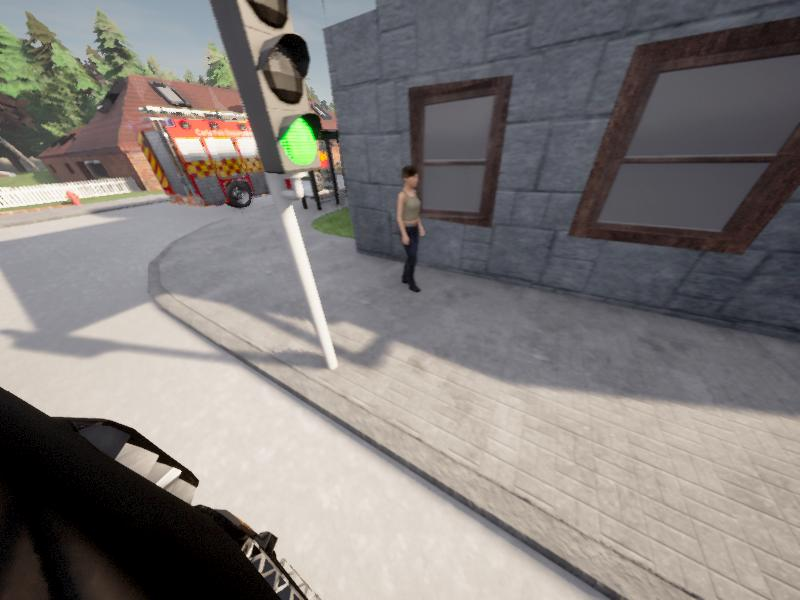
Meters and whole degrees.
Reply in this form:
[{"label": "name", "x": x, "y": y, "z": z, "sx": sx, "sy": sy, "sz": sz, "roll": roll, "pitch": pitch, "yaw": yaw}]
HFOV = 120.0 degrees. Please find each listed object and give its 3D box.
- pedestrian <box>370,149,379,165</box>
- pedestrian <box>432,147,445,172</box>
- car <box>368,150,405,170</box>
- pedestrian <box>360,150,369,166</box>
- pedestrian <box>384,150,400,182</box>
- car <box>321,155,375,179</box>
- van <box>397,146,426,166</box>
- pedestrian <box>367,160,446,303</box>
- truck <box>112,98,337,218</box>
[{"label": "pedestrian", "x": -3.536, "y": -19.991, "z": 32.311, "sx": 0.751, "sy": 1.860, "sz": 0.751, "roll": 9, "pitch": 35, "yaw": 17}, {"label": "pedestrian", "x": 3.394, "y": -12.297, "z": 20.243, "sx": 0.751, "sy": 1.860, "sz": 0.751, "roll": 23, "pitch": 41, "yaw": 33}, {"label": "car", "x": -1.453, "y": -16.624, "z": 27.392, "sx": 2.097, "sy": 1.767, "sz": 4.553, "roll": 16, "pitch": 38, "yaw": 26}, {"label": "pedestrian", "x": -4.737, "y": -19.031, "z": 30.956, "sx": 0.751, "sy": 1.860, "sz": 0.751, "roll": 7, "pitch": 35, "yaw": 15}, {"label": "pedestrian", "x": -0.519, "y": -9.142, "z": 15.776, "sx": 0.751, "sy": 1.860, "sz": 0.751, "roll": 15, "pitch": 37, "yaw": 24}, {"label": "car", "x": -4.879, "y": -13.051, "z": 22.470, "sx": 1.801, "sy": 1.575, "sz": 5.366, "roll": 17, "pitch": 38, "yaw": 27}, {"label": "van", "x": 1.712, "y": -19.891, "z": 31.843, "sx": 2.069, "sy": 2.038, "sz": 4.480, "roll": 16, "pitch": 38, "yaw": 26}, {"label": "pedestrian", "x": 0.138, "y": -1.004, "z": 3.503, "sx": 0.751, "sy": 1.860, "sz": 0.751, "roll": 16, "pitch": 38, "yaw": 26}, {"label": "truck", "x": -7.592, "y": -7.503, "z": 12.308, "sx": 2.891, "sy": 3.827, "sz": 8.468, "roll": 14, "pitch": 37, "yaw": 23}]
